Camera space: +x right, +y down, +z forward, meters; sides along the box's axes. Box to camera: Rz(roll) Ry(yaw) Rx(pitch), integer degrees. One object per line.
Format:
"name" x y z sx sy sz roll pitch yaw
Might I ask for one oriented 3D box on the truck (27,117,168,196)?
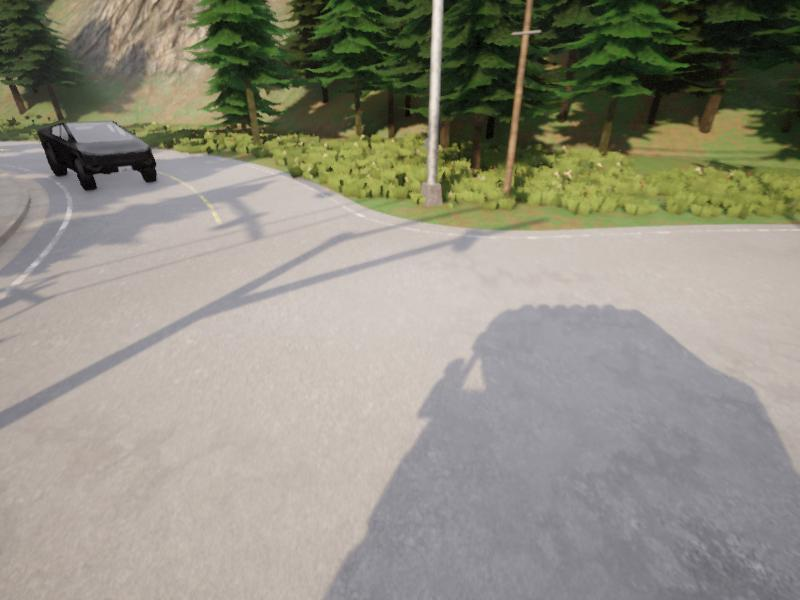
"truck" -11.712 -5.731 15.366 6.274 2.098 2.390 22 35 36
